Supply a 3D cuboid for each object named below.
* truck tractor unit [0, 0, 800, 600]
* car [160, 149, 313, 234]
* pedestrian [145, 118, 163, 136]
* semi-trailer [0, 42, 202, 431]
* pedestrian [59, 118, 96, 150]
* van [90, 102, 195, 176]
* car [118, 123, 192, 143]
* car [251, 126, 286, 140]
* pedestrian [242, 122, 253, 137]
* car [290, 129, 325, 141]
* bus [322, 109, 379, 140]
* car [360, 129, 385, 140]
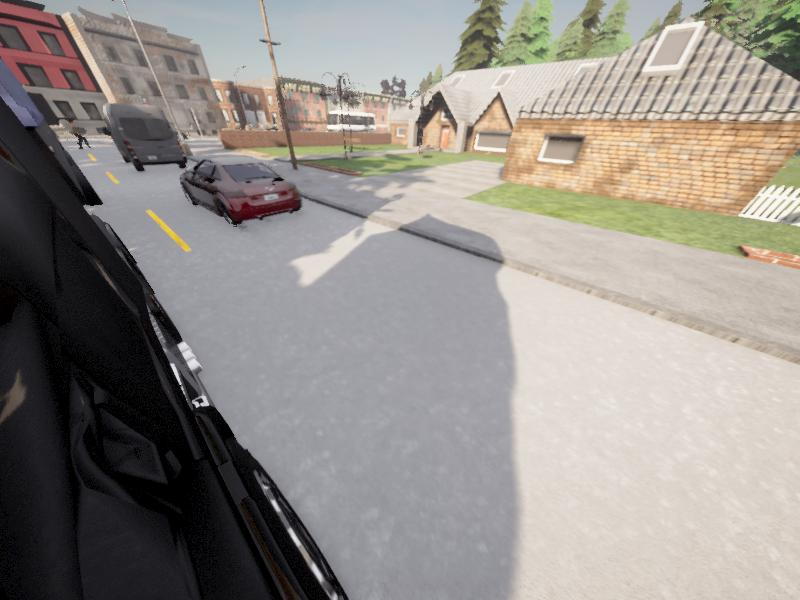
[{"bbox_3d":[-2.645,-0.295,0.351,6.516,4.208,3.053,28,44,30],"label":"truck tractor unit"},{"bbox_3d":[-4.794,-3.412,6.775,4.181,1.385,1.994,27,43,29],"label":"car"},{"bbox_3d":[-31.752,-22.292,29.828,0.751,1.860,0.751,23,41,25],"label":"pedestrian"},{"bbox_3d":[-8.712,-3.585,4.229,14.254,4.402,2.717,28,44,30],"label":"semi-trailer"},{"bbox_3d":[-23.205,-11.954,16.674,0.751,1.860,0.751,28,44,30],"label":"pedestrian"},{"bbox_3d":[-13.377,-8.400,11.969,5.915,2.561,1.988,29,44,31],"label":"van"},{"bbox_3d":[-25.903,-17.797,24.642,1.882,1.535,5.008,28,43,30],"label":"car"},{"bbox_3d":[-20.017,-25.591,35.354,1.851,1.617,3.988,28,44,30],"label":"car"},{"bbox_3d":[-24.112,-26.953,36.510,0.751,1.860,0.751,-25,45,-32],"label":"pedestrian"},{"bbox_3d":[-14.275,-25.721,35.999,1.812,1.442,4.674,28,44,30],"label":"car"},{"bbox_3d":[-9.172,-33.893,44.884,3.944,4.253,10.273,28,44,30],"label":"bus"},{"bbox_3d":[-5.264,-31.956,44.677,2.242,1.667,4.611,28,44,30],"label":"car"}]
